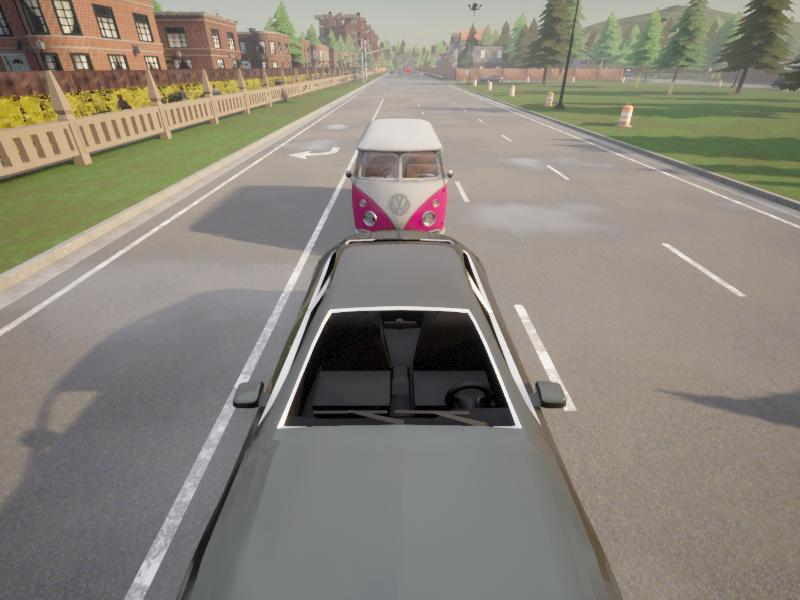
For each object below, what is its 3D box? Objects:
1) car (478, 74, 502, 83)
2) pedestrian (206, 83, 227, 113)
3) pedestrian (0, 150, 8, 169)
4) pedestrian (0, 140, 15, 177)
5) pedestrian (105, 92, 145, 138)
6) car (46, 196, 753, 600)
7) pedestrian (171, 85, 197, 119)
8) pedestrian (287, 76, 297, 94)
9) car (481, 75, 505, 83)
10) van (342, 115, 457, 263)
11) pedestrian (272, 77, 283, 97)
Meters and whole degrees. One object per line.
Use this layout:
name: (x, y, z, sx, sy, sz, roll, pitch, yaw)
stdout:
car: (20.147, -49.930, 90.031, 4.611, 1.667, 2.242, -6, 31, -11)
pedestrian: (-12.949, -14.264, 28.253, 0.751, 1.860, 0.751, -2, 30, -3)
pedestrian: (-13.243, -4.974, 12.339, 0.751, 1.860, 0.751, 1, 30, 2)
pedestrian: (-12.396, -4.605, 11.708, 0.751, 1.860, 0.751, -1, 30, -2)
pedestrian: (-12.594, -8.511, 18.400, 0.751, 1.860, 0.751, 0, 30, -1)
car: (-0.003, 0.660, 3.294, 2.152, 1.651, 5.027, 0, 30, 0)
pedestrian: (-13.491, -12.379, 25.024, 0.751, 1.860, 0.751, 0, 30, -1)
pedestrian: (-12.798, -25.471, 47.449, 0.751, 1.860, 0.751, -1, 30, -1)
car: (20.157, -48.062, 86.912, 4.514, 1.525, 2.007, -7, 31, -12)
van: (-0.011, -2.634, 8.563, 1.775, 1.987, 4.442, 0, 30, 0)
pedestrian: (-13.097, -22.775, 42.831, 0.751, 1.860, 0.751, 0, 30, 0)
